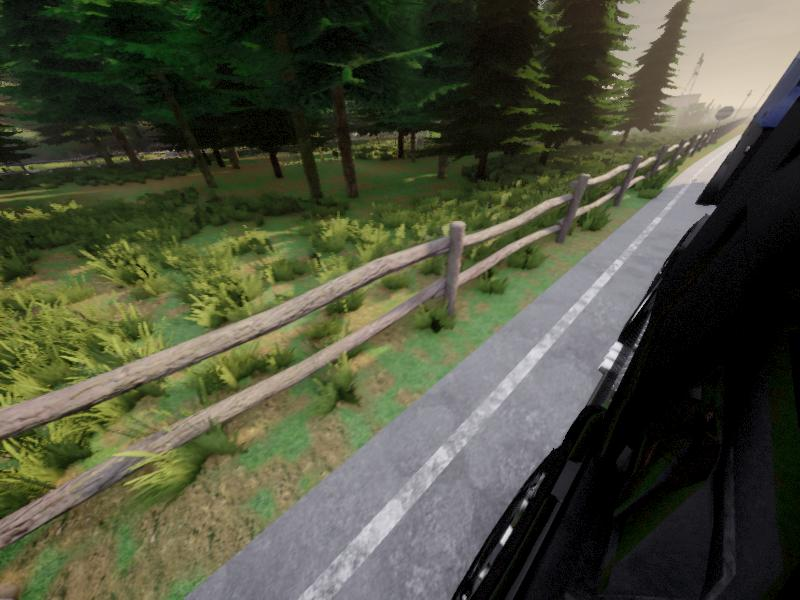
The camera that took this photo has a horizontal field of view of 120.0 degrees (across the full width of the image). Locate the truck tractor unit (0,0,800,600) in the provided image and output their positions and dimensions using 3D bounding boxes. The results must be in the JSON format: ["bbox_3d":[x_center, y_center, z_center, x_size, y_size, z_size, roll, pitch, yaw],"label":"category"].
[{"bbox_3d":[2.645,-0.295,0.351,6.516,4.208,3.053,-28,44,-30],"label":"truck tractor unit"}]

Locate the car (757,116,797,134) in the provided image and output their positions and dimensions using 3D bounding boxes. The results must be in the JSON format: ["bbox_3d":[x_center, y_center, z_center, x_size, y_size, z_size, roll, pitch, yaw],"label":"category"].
[{"bbox_3d":[45.646,-21.266,28.025,3.988,1.617,1.851,-27,43,-29],"label":"car"}]

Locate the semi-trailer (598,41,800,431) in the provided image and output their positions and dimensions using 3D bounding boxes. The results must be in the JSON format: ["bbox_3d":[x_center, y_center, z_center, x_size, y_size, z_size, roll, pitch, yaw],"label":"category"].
[{"bbox_3d":[8.692,-3.599,4.248,14.254,4.402,2.717,-28,44,-30],"label":"semi-trailer"}]

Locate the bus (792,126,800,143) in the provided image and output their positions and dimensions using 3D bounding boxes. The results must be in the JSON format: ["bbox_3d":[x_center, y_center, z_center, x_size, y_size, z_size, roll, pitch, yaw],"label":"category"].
[{"bbox_3d":[37.495,-15.643,18.799,10.273,4.253,3.944,-27,43,-29],"label":"bus"}]

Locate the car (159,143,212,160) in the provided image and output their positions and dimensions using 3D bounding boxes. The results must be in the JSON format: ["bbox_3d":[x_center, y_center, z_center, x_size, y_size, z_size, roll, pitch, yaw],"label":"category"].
[{"bbox_3d":[-27.660,-19.355,30.024,1.812,1.442,4.674,14,40,21],"label":"car"}]
